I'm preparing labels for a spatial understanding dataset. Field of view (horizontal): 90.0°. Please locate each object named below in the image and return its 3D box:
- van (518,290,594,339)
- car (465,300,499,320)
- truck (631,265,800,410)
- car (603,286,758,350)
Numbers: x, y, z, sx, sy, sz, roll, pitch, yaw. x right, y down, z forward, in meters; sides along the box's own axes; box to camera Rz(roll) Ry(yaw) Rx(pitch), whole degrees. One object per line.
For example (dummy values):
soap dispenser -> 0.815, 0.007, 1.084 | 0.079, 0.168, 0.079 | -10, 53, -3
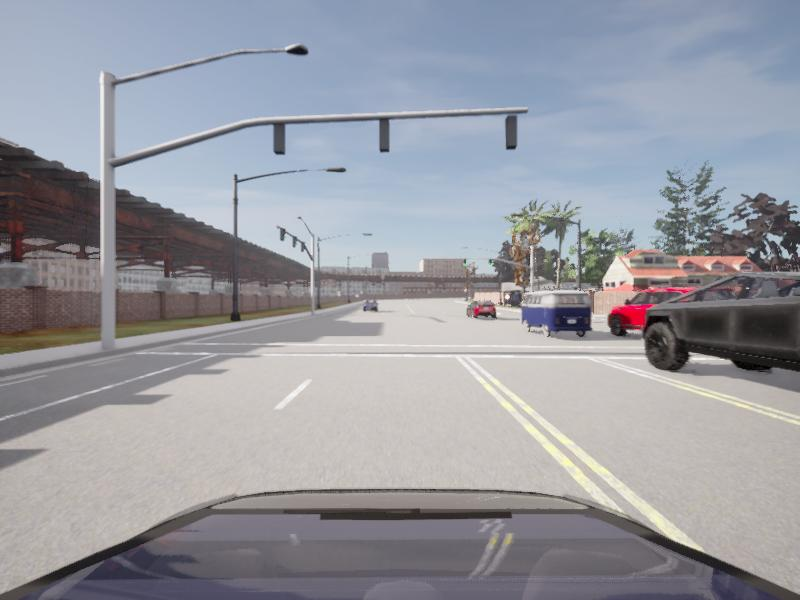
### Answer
van -> 6.946, 0.590, 18.342 | 1.775, 1.987, 4.442 | 0, 0, 0
car -> 6.909, 0.792, 34.113 | 2.007, 1.525, 4.514 | 0, 0, 0
truck -> 6.966, 0.540, 6.835 | 2.390, 2.098, 6.274 | 0, 0, 0
car -> 10.451, 0.564, 15.667 | 2.150, 2.045, 5.566 | 0, 0, 0
